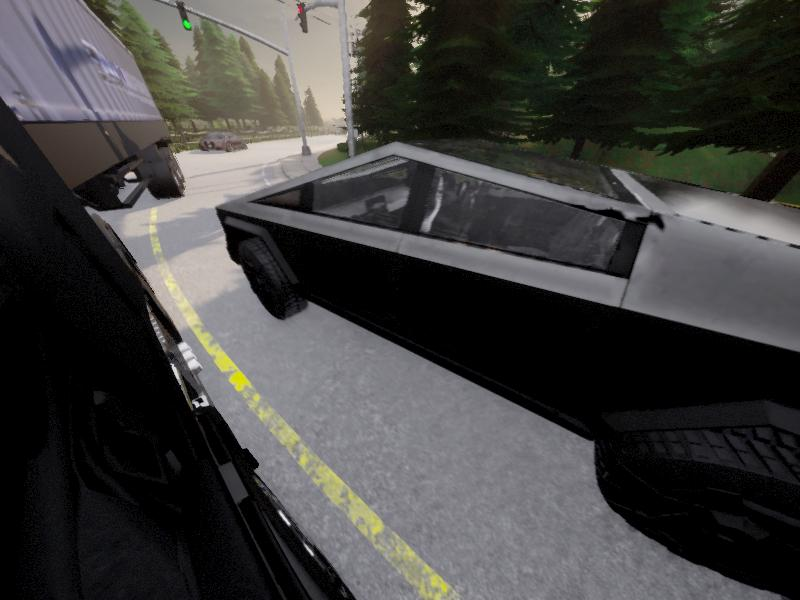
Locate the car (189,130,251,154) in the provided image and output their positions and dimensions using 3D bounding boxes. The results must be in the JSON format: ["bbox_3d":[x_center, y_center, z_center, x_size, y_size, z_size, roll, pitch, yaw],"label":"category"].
[{"bbox_3d":[-14.510,-13.008,18.963,1.994,1.385,4.181,0,37,-4],"label":"car"}]

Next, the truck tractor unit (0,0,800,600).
[{"bbox_3d":[-2.645,-0.295,0.351,6.516,4.208,3.053,28,44,30],"label":"truck tractor unit"}]

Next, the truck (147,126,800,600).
[{"bbox_3d":[0.747,-0.411,2.471,6.274,2.098,2.390,22,41,24],"label":"truck"}]

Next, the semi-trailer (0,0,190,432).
[{"bbox_3d":[-7.571,-4.191,5.089,2.717,4.402,14.254,-22,44,-28],"label":"semi-trailer"}]
